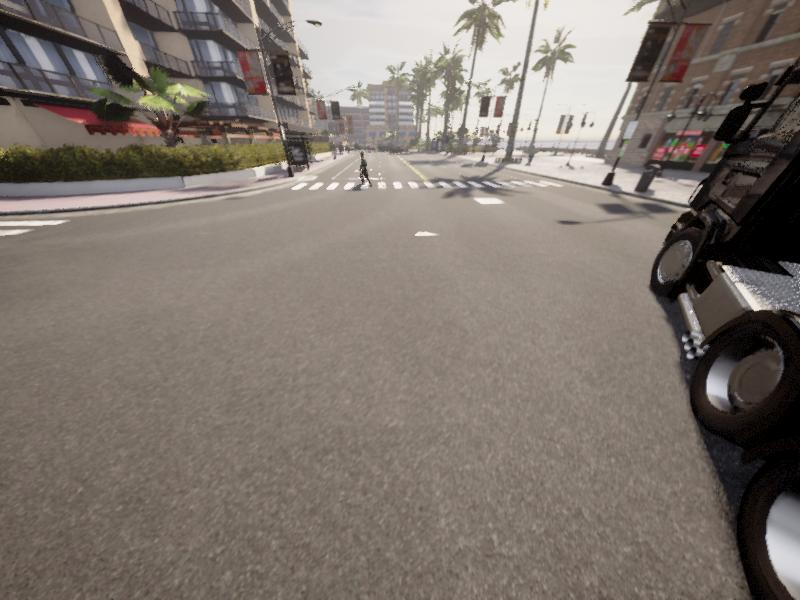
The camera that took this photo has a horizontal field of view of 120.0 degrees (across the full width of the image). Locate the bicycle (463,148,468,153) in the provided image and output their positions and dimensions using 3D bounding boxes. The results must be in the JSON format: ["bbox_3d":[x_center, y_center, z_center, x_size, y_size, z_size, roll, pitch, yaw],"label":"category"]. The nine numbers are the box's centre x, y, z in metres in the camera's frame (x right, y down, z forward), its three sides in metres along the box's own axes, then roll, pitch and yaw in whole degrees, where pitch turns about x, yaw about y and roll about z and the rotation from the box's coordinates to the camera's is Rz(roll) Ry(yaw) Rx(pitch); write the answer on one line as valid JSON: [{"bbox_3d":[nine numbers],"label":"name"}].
[{"bbox_3d":[16.129,-36.891,56.821,0.373,1.024,1.643,-3,34,-4],"label":"bicycle"}]

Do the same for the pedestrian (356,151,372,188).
[{"bbox_3d":[-2.096,-7.759,13.733,0.751,1.860,0.751,-2,34,-2],"label":"pedestrian"}]

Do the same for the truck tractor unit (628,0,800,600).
[{"bbox_3d":[4.582,-0.636,1.272,3.053,4.208,6.516,23,41,29],"label":"truck tractor unit"}]

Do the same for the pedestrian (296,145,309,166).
[{"bbox_3d":[-10.344,-15.339,24.540,0.751,1.860,0.751,-4,35,-5],"label":"pedestrian"}]

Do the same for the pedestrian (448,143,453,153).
[{"bbox_3d":[11.650,-35.098,53.400,0.751,1.860,0.751,-7,35,-10],"label":"pedestrian"}]

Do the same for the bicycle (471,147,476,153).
[{"bbox_3d":[18.135,-36.981,56.951,0.373,1.024,1.643,-3,34,-4],"label":"bicycle"}]

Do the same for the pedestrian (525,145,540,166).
[{"bbox_3d":[14.254,-15.633,24.963,0.751,1.860,0.751,6,35,9],"label":"pedestrian"}]

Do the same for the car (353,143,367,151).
[{"bbox_3d":[-12.422,-47.187,71.221,2.150,2.045,5.566,-19,39,-26],"label":"car"}]

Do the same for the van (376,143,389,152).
[{"bbox_3d":[-5.027,-43.514,65.898,1.775,1.987,4.442,-17,38,-23],"label":"van"}]

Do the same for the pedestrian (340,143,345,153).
[{"bbox_3d":[-12.913,-33.829,51.552,0.751,1.860,0.751,-3,35,-5],"label":"pedestrian"}]

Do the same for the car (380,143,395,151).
[{"bbox_3d":[-3.953,-46.782,70.626,2.150,2.045,5.566,-19,39,-26],"label":"car"}]

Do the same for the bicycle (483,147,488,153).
[{"bbox_3d":[21.143,-37.115,57.147,0.373,1.024,1.643,-3,34,-4],"label":"bicycle"}]
